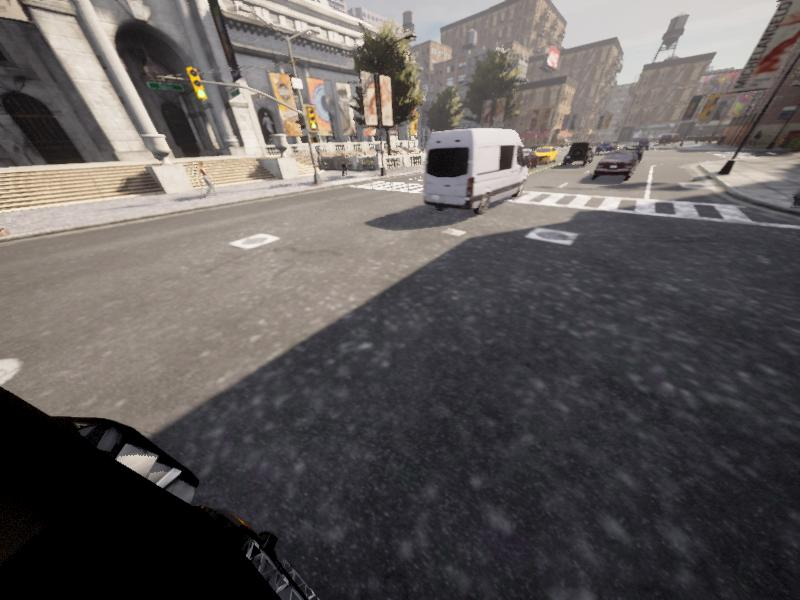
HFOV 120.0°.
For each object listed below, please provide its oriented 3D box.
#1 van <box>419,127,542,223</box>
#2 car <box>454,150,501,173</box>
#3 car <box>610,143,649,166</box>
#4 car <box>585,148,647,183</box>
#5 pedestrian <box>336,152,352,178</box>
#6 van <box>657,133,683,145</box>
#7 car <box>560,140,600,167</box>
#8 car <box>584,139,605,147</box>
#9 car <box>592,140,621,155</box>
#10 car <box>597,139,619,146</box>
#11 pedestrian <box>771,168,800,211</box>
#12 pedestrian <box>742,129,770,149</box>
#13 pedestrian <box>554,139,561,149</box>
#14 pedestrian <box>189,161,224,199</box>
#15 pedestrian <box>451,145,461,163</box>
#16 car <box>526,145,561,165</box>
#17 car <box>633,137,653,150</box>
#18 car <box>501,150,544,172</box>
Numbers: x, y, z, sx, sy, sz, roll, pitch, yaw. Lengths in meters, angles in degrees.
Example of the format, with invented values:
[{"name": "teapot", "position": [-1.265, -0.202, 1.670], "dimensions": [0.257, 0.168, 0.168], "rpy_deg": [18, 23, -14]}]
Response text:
[{"name": "van", "position": [3.404, -5.260, 9.342], "dimensions": [1.988, 2.561, 5.915], "rpy_deg": [25, 42, 35]}, {"name": "car", "position": [7.434, -13.197, 21.927], "dimensions": [2.128, 1.511, 4.902], "rpy_deg": [25, 43, 35]}, {"name": "car", "position": [20.644, -13.098, 20.742], "dimensions": [1.816, 1.474, 4.193], "rpy_deg": [25, 42, 35]}, {"name": "car", "position": [13.613, -8.505, 14.452], "dimensions": [2.033, 1.411, 5.357], "rpy_deg": [25, 43, 35]}, {"name": "pedestrian", "position": [-4.891, -11.805, 20.187], "dimensions": [0.751, 1.860, 0.751], "rpy_deg": [-27, 40, -32]}, {"name": "van", "position": [58.214, -34.684, 49.818], "dimensions": [4.442, 1.987, 1.775], "rpy_deg": [-17, 36, -21]}, {"name": "car", "position": [16.797, -13.666, 21.533], "dimensions": [1.905, 1.878, 3.866], "rpy_deg": [25, 43, 35]}, {"name": "car", "position": [50.368, -40.513, 59.732], "dimensions": [4.674, 1.452, 2.002], "rpy_deg": [-18, 36, -22]}, {"name": "car", "position": [29.609, -21.858, 33.105], "dimensions": [2.152, 1.651, 5.027], "rpy_deg": [25, 42, 35]}, {"name": "car", "position": [55.531, -42.014, 61.716], "dimensions": [4.718, 1.301, 1.895], "rpy_deg": [-12, 35, -14]}, {"name": "pedestrian", "position": [11.770, -3.248, 6.432], "dimensions": [0.751, 1.300, 0.751], "rpy_deg": [5, 34, 12]}, {"name": "pedestrian", "position": [41.177, -18.624, 26.753], "dimensions": [0.751, 1.860, 0.751], "rpy_deg": [8, 35, 17]}, {"name": "pedestrian", "position": [37.885, -37.506, 55.518], "dimensions": [0.751, 1.860, 0.751], "rpy_deg": [-26, 40, -31]}, {"name": "pedestrian", "position": [-11.272, -7.022, 13.485], "dimensions": [0.751, 1.860, 0.751], "rpy_deg": [24, 42, 35]}, {"name": "pedestrian", "position": [7.279, -18.973, 30.022], "dimensions": [0.751, 1.860, 0.751], "rpy_deg": [24, 42, 35]}, {"name": "car", "position": [15.620, -15.737, 25.075], "dimensions": [1.882, 1.535, 5.008], "rpy_deg": [24, 42, 34]}, {"name": "car", "position": [41.417, -26.596, 39.314], "dimensions": [1.851, 1.617, 3.988], "rpy_deg": [25, 42, 35]}, {"name": "car", "position": [11.173, -12.689, 20.988], "dimensions": [1.994, 1.385, 4.181], "rpy_deg": [24, 42, 35]}]
